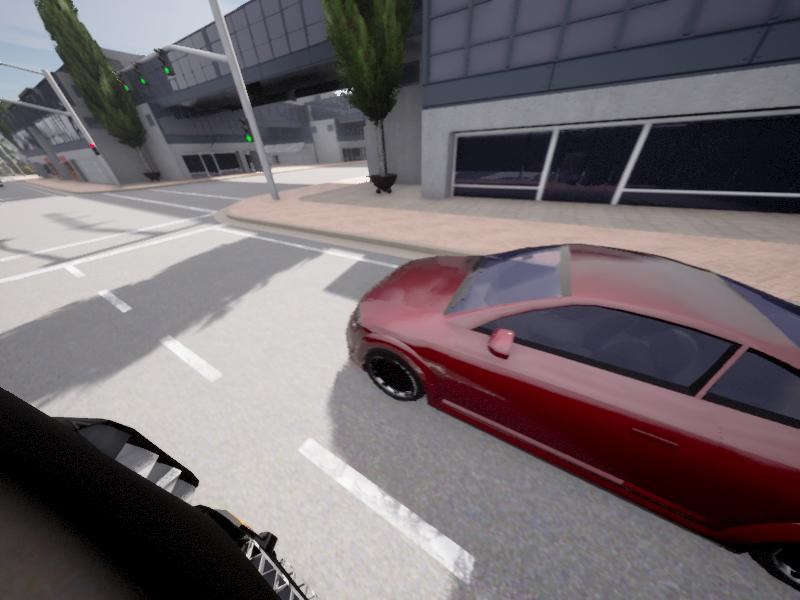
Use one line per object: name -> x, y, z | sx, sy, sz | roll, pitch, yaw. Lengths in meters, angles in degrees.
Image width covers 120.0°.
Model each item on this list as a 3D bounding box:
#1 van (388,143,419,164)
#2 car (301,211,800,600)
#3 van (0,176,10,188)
van -> 0.703, -22.935, 36.096 | 1.988, 2.561, 5.915 | 16, 38, 26
car -> 1.473, 0.274, 2.182 | 4.181, 1.385, 1.994 | 16, 38, 26
van -> -52.449, -15.114, 28.905 | 4.480, 2.038, 2.069 | 9, 35, 18
